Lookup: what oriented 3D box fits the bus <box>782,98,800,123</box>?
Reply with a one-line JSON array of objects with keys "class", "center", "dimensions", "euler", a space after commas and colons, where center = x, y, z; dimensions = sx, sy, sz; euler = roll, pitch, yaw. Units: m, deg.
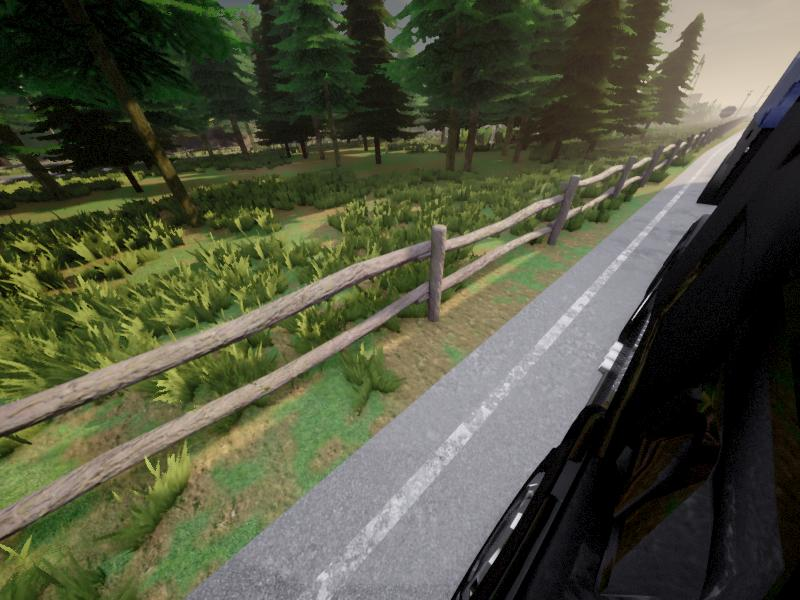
[{"class": "bus", "center": [79.327, -37.089, 44.699], "dimensions": [10.273, 4.253, 3.944], "euler": [-27, 43, -29]}]

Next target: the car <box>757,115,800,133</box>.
[{"class": "car", "center": [44.661, -20.784, 27.285], "dimensions": [1.851, 1.617, 3.988], "euler": [29, 47, 35]}]

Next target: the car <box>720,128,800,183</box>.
[{"class": "car", "center": [16.006, -6.300, 9.828], "dimensions": [4.902, 1.511, 2.128], "euler": [-28, 43, -30]}]

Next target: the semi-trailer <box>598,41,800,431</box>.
[{"class": "semi-trailer", "center": [8.687, -3.613, 4.237], "dimensions": [14.254, 4.402, 2.717], "euler": [-28, 44, -30]}]

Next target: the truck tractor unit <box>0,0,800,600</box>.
[{"class": "truck tractor unit", "center": [2.645, -0.295, 0.351], "dimensions": [6.516, 4.208, 3.053], "euler": [-28, 44, -30]}]
